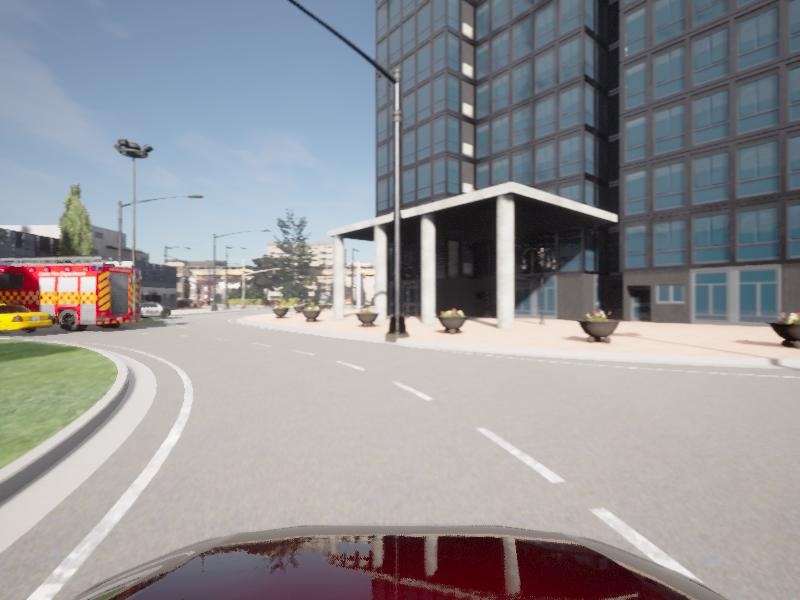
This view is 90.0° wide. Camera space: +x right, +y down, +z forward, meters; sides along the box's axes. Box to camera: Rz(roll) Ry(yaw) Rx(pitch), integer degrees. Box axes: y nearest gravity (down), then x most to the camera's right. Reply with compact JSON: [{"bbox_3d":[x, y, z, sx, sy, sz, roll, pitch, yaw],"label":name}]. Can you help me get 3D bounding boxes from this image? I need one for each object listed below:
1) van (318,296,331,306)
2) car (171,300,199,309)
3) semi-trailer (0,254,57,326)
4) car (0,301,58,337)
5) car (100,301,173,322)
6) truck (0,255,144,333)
[{"bbox_3d":[-19.246,0.327,102.405,1.988,2.561,5.915,0,0,0],"label":"van"},{"bbox_3d":[-38.984,0.788,72.590,3.988,1.617,1.851,0,0,0],"label":"car"},{"bbox_3d":[-28.290,-0.575,21.921,2.717,4.402,14.254,-2,-1,45],"label":"semi-trailer"},{"bbox_3d":[-19.018,0.826,18.355,5.366,1.575,1.801,0,0,5],"label":"car"},{"bbox_3d":[-20.995,0.853,32.203,2.038,1.542,4.974,0,0,10],"label":"car"},{"bbox_3d":[-18.885,-0.296,21.762,8.468,3.827,2.891,0,0,8],"label":"truck"}]
